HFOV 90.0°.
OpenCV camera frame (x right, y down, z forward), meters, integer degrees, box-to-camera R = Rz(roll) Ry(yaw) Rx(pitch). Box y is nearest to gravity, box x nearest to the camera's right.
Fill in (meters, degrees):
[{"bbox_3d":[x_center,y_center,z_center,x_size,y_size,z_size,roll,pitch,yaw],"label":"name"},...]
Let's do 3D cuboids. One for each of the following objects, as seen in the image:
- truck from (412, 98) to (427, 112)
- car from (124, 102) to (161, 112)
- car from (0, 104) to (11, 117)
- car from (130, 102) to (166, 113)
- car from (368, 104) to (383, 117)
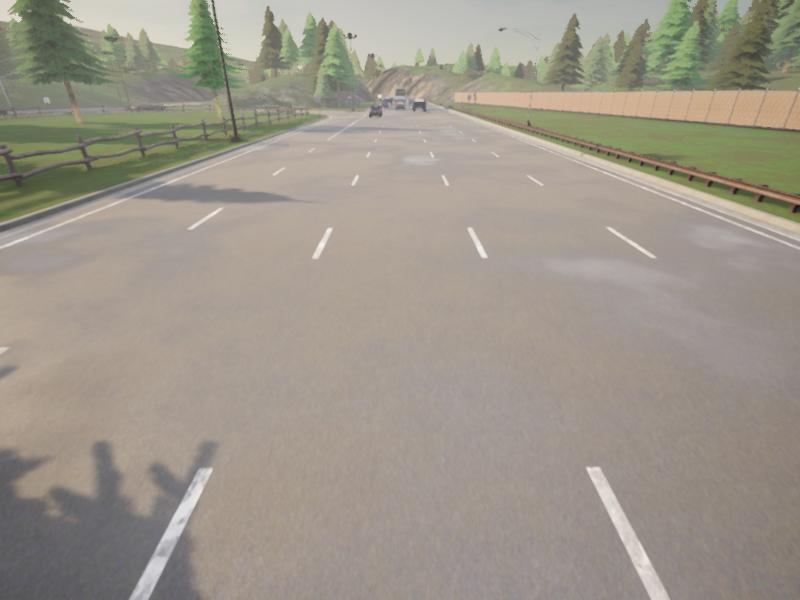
[{"bbox_3d":[3.541,-36.413,74.686,2.390,2.098,6.274,0,27,0],"label":"truck"},{"bbox_3d":[-46.900,-35.283,73.039,5.366,1.575,1.801,-12,30,-22],"label":"car"},{"bbox_3d":[-57.378,-26.266,55.477,2.033,1.649,4.856,0,27,0],"label":"car"},{"bbox_3d":[-44.585,-34.092,70.962,5.027,1.651,2.152,-11,29,-20],"label":"car"},{"bbox_3d":[-3.466,-27.383,57.759,1.851,1.617,3.988,0,27,0],"label":"car"}]
